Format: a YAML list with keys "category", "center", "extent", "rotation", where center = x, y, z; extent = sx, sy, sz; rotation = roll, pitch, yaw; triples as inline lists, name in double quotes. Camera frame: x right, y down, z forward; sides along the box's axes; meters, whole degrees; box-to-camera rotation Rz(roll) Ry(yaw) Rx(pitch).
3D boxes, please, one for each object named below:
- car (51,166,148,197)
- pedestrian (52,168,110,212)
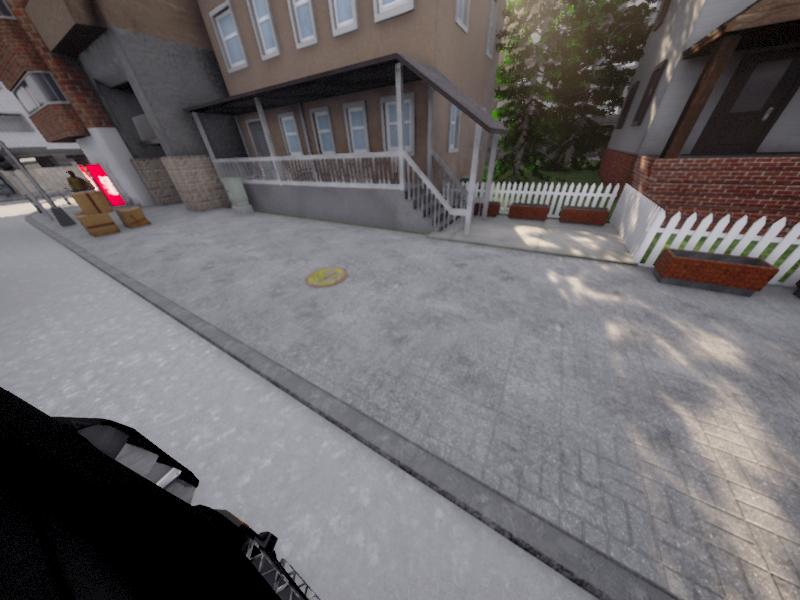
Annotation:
- category: "car"
  center: [-25.723, -10.375, 20.026]
  extent: [2.097, 1.767, 4.553]
  rotation: [16, 38, 26]
- category: "pedestrian"
  center: [-15.971, -5.515, 11.615]
  extent: [0.751, 1.860, 0.751]
  rotation: [12, 36, 21]
